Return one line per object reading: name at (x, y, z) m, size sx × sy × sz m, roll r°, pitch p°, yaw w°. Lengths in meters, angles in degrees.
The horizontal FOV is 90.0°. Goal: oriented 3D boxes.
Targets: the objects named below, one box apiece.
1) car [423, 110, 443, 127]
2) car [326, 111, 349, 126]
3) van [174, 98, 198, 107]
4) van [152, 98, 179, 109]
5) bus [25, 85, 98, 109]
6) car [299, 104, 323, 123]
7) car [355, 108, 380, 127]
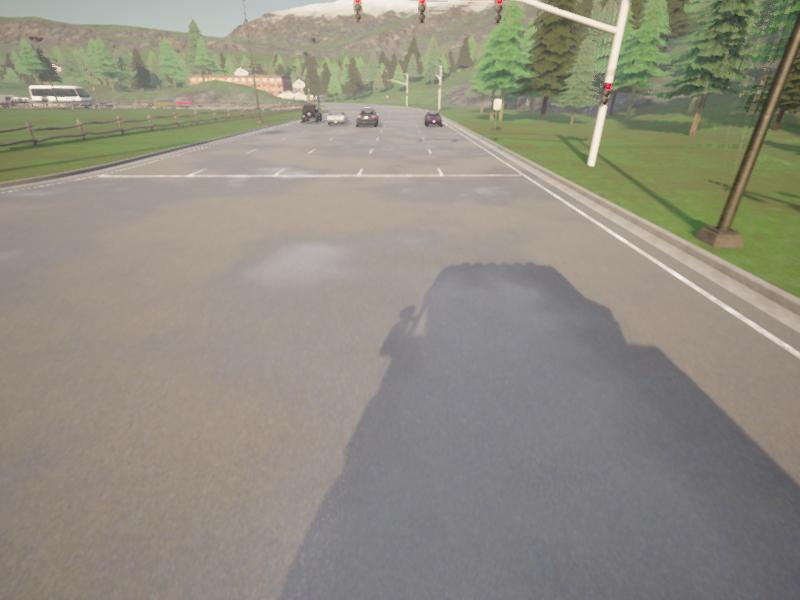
car at (3.556, -19.807, 43.570) m, size 1.816 × 1.474 × 4.193 m, roll 0°, pitch 27°, yaw 0°
car at (-6.940, -20.493, 44.979) m, size 1.895 × 1.301 × 4.718 m, roll 0°, pitch 27°, yaw 0°
van at (-50.733, -46.818, 94.906) m, size 4.442 × 1.987 × 1.775 m, roll 0°, pitch 27°, yaw -1°
van at (-50.102, -42.016, 85.575) m, size 4.442 × 1.987 × 1.775 m, roll 0°, pitch 27°, yaw -1°
bus at (-69.064, -41.481, 81.831) m, size 10.273 × 4.253 × 3.944 m, roll 0°, pitch 27°, yaw -1°
car at (-10.434, -21.994, 47.206) m, size 1.905 × 1.878 × 3.866 m, roll 0°, pitch 27°, yaw 0°
car at (-3.441, -19.660, 42.988) m, size 2.242 × 1.667 × 4.611 m, roll 0°, pitch 27°, yaw 0°
